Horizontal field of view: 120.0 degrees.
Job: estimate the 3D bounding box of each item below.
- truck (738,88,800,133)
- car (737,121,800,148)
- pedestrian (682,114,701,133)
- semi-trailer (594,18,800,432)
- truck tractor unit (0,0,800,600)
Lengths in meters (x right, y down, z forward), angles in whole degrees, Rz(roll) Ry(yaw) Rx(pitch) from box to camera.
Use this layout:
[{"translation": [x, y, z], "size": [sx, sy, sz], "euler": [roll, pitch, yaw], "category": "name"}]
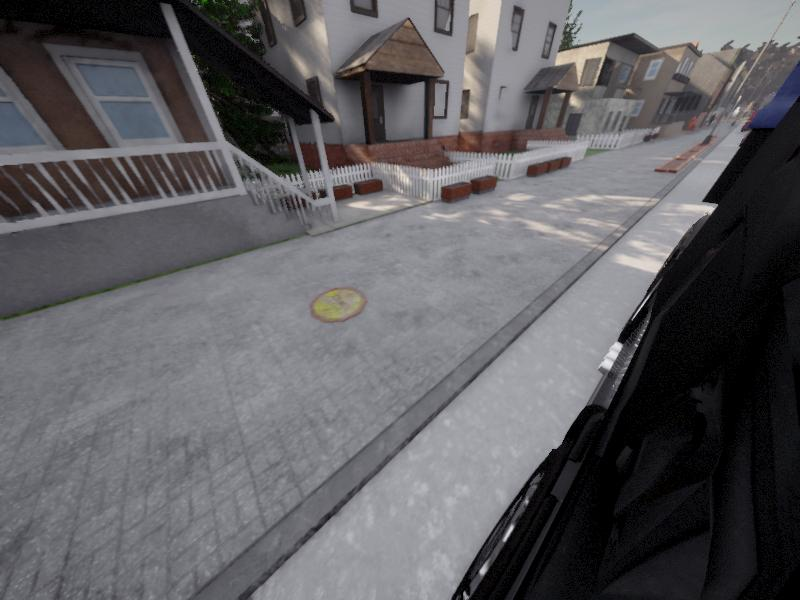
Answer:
[{"translation": [44.977, -22.838, 28.010], "size": [8.468, 3.827, 2.891], "euler": [-28, 44, -30], "category": "truck"}, {"translation": [27.331, -12.367, 17.234], "size": [4.181, 1.385, 1.994], "euler": [-28, 44, -30], "category": "car"}, {"translation": [37.402, -22.642, 29.653], "size": [0.751, 1.860, 0.751], "euler": [-27, 43, -29], "category": "pedestrian"}, {"translation": [8.895, -3.468, 4.016], "size": [14.254, 4.402, 2.717], "euler": [-26, 43, -27], "category": "semi-trailer"}, {"translation": [2.645, -0.295, 0.351], "size": [6.516, 4.208, 3.053], "euler": [-28, 44, -30], "category": "truck tractor unit"}]
